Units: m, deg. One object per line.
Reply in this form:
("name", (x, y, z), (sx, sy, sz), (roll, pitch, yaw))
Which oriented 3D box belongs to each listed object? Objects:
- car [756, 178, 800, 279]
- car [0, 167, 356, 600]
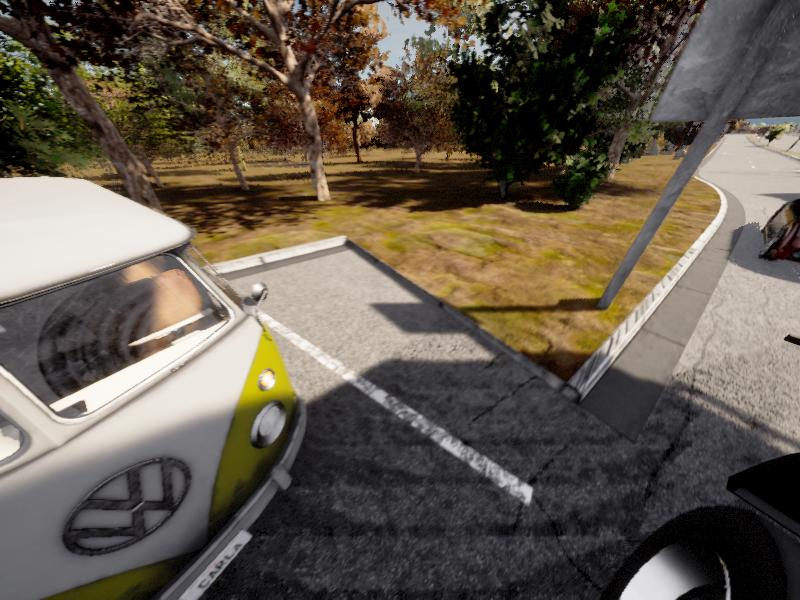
("car", (9.589, -1.515, 4.772), (4.181, 1.385, 1.994), (-25, 42, -31))
("car", (-2.756, 0.194, 1.943), (4.442, 1.987, 1.878), (21, 40, 29))
